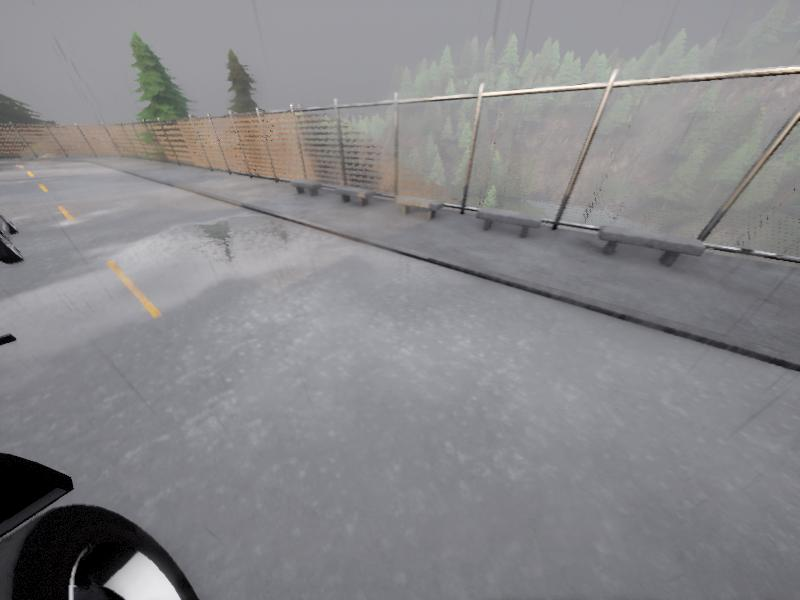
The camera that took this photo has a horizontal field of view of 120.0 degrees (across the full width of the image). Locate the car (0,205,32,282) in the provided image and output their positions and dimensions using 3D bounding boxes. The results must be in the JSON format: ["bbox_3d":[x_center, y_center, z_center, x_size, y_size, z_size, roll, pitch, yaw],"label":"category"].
[{"bbox_3d":[-9.949,-1.598,4.661,5.238,1.638,1.930,22,41,28],"label":"car"}]
